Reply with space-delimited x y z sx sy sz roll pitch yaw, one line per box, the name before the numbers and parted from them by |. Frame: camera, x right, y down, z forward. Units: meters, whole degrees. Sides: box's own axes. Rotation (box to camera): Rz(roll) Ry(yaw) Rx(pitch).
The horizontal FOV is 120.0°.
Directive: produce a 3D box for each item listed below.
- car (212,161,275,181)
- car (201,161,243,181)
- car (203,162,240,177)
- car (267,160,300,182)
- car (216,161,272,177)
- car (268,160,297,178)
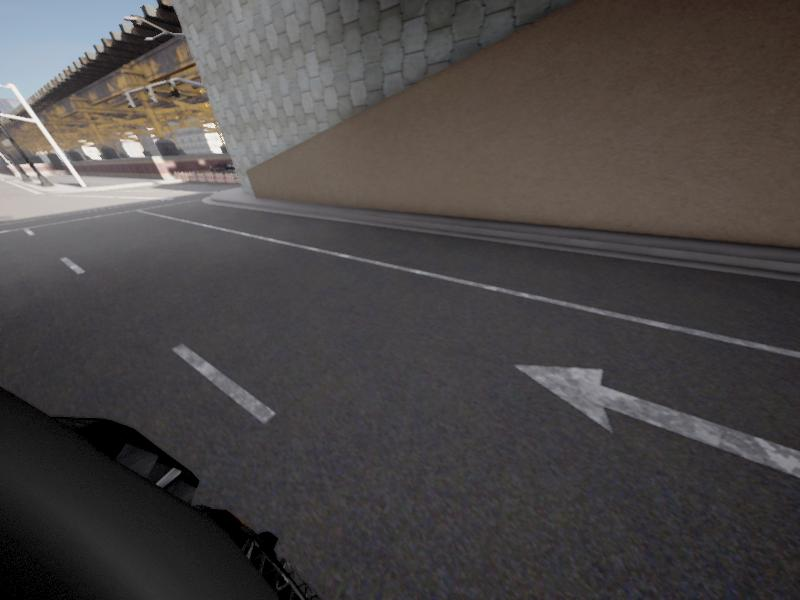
car | -16.637 -13.931 24.847 4.974 1.542 2.038 -5 33 -3
car | -20.557 -15.130 26.953 2.038 1.542 4.974 -10 34 -11
car | -20.576 -15.289 26.908 1.853 1.218 4.536 -10 34 -11
car | -11.663 -12.912 22.937 2.038 1.542 4.974 -19 37 -23
car | -16.592 -14.066 24.763 4.536 1.218 1.853 -5 33 -3
car | -11.696 -13.067 22.888 1.853 1.218 4.536 -19 37 -23
